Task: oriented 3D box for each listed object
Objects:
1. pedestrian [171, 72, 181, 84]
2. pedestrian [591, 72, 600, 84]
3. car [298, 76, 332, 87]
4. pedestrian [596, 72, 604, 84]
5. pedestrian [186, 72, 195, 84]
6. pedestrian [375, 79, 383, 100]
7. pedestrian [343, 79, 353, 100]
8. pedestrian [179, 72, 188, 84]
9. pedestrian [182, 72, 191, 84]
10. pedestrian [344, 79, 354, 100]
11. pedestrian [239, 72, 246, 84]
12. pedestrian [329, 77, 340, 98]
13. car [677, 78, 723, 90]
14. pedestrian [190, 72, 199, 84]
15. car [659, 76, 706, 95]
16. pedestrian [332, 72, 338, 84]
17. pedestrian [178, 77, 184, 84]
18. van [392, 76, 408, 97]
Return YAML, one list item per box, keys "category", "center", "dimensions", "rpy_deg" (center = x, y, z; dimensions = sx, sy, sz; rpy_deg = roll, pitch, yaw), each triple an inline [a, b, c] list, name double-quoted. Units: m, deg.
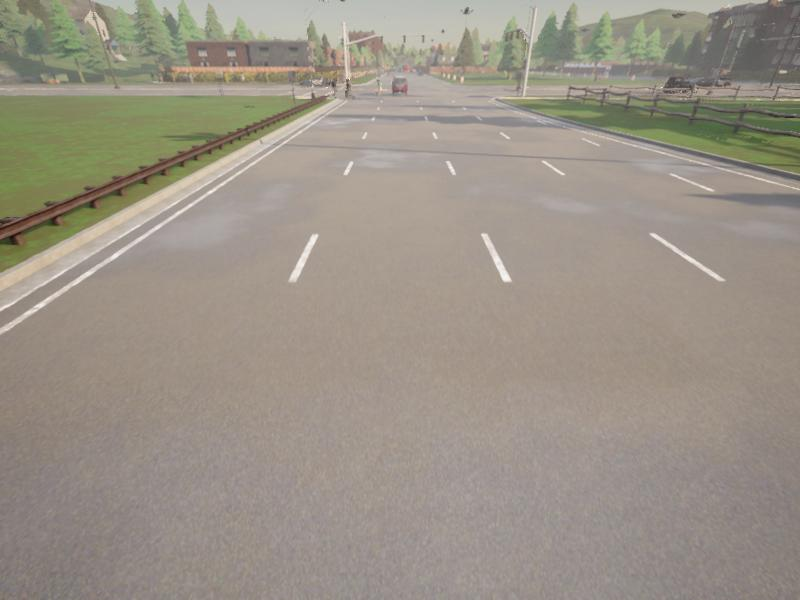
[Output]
- category: "pedestrian"
  center: [-40.853, -40.525, 72.955]
  dimensions: [0.751, 1.860, 0.751]
  rpy_deg: [1, 30, 2]
- category: "pedestrian"
  center: [34.990, -39.737, 71.612]
  dimensions: [0.751, 1.860, 0.751]
  rpy_deg: [4, 31, 6]
- category: "car"
  center: [-13.886, -35.730, 65.389]
  dimensions: [4.974, 1.542, 2.038]
  rpy_deg: [0, 30, 0]
- category: "pedestrian"
  center: [35.847, -39.890, 71.873]
  dimensions: [0.751, 1.860, 0.751]
  rpy_deg: [6, 31, 10]
- category: "pedestrian"
  center: [-38.263, -40.575, 73.040]
  dimensions: [0.751, 1.860, 0.751]
  rpy_deg: [1, 30, 2]
- category: "pedestrian"
  center: [-2.100, -21.262, 40.383]
  dimensions: [0.751, 1.860, 0.751]
  rpy_deg: [-1, 30, -2]
- category: "pedestrian"
  center: [-5.177, -21.025, 39.976]
  dimensions: [0.751, 1.860, 0.751]
  rpy_deg: [5, 31, 8]
- category: "pedestrian"
  center: [-39.525, -40.579, 73.047]
  dimensions: [0.751, 1.860, 0.751]
  rpy_deg: [6, 31, 10]
- category: "pedestrian"
  center: [-38.881, -40.546, 72.990]
  dimensions: [0.751, 1.860, 0.751]
  rpy_deg: [0, 30, 0]
- category: "pedestrian"
  center: [-5.177, -21.569, 40.907]
  dimensions: [0.751, 1.860, 0.751]
  rpy_deg: [-8, 31, -14]
- category: "pedestrian"
  center: [-28.784, -40.614, 73.107]
  dimensions: [0.751, 1.860, 0.751]
  rpy_deg: [0, 30, 0]
- category: "pedestrian"
  center: [-6.702, -21.756, 40.921]
  dimensions: [0.751, 1.860, 0.751]
  rpy_deg: [-12, 33, -20]
- category: "car"
  center: [44.067, -31.857, 58.867]
  dimensions: [4.892, 1.490, 1.837]
  rpy_deg: [0, 30, 0]
- category: "pedestrian"
  center: [-37.515, -40.598, 73.079]
  dimensions: [0.751, 1.860, 0.751]
  rpy_deg: [1, 30, 2]
- category: "car"
  center: [34.511, -26.250, 48.933]
  dimensions: [3.866, 1.878, 1.905]
  rpy_deg: [0, 30, 0]
- category: "pedestrian"
  center: [-11.212, -38.453, 69.359]
  dimensions: [0.751, 1.860, 0.751]
  rpy_deg: [0, 30, 0]
- category: "pedestrian"
  center: [-40.118, -40.228, 73.200]
  dimensions: [0.500, 1.100, 0.500]
  rpy_deg: [4, 31, 7]
- category: "van"
  center: [-0.012, -24.956, 46.610]
  dimensions: [1.775, 1.987, 4.442]
  rpy_deg: [0, 30, 0]
